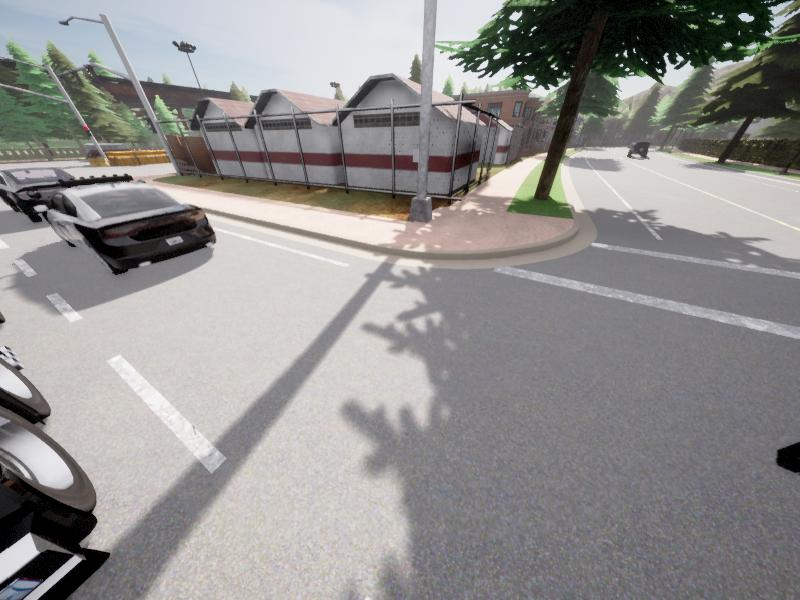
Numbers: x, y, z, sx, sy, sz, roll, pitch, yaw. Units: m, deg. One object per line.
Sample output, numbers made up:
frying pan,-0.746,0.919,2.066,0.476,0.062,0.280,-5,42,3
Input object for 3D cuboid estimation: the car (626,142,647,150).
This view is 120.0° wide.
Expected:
car,56.951,-37.174,55.642,5.357,1.411,2.033,-24,41,-30

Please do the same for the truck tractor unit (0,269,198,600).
truck tractor unit,-5.120,-0.292,0.766,6.516,4.208,3.053,18,39,24

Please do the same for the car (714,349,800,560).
car,4.894,1.687,0.194,4.974,1.542,2.038,17,39,24

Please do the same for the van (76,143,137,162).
van,-39.632,-20.080,31.375,1.775,1.987,4.442,16,38,22

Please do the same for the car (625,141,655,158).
car,33.249,-20.958,32.116,1.905,1.878,3.866,21,40,28

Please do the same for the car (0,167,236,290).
car,-6.795,-2.071,5.584,5.238,1.638,1.930,18,39,24

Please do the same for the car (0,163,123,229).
car,-13.222,-4.063,8.604,4.902,1.511,2.128,18,39,24
